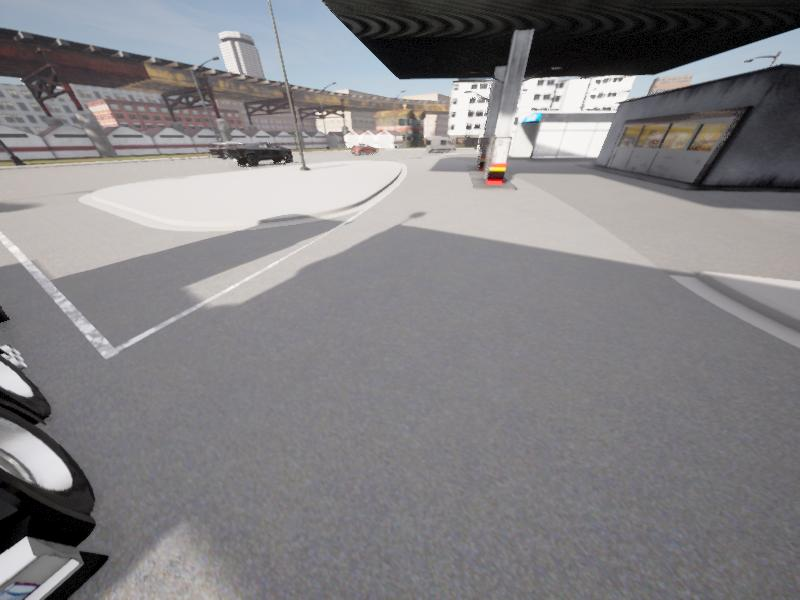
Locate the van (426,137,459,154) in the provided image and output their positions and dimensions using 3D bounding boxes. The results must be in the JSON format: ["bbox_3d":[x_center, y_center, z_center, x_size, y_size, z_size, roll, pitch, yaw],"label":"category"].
[{"bbox_3d":[8.089,-29.798,44.491,5.915,2.561,1.988,-14,37,-18],"label":"van"}]

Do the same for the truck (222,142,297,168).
[{"bbox_3d":[-14.726,-15.688,24.802,2.390,2.098,6.274,19,39,25],"label":"truck"}]

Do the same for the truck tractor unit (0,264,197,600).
[{"bbox_3d":[-5.111,-0.301,0.778,6.516,4.208,3.053,18,39,24],"label":"truck tractor unit"}]

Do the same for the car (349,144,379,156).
[{"bbox_3d":[-6.223,-26.382,40.504,2.152,1.651,5.027,27,43,33],"label":"car"}]

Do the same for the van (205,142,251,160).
[{"bbox_3d":[-24.688,-21.612,33.440,2.069,2.038,4.480,18,39,24],"label":"van"}]
